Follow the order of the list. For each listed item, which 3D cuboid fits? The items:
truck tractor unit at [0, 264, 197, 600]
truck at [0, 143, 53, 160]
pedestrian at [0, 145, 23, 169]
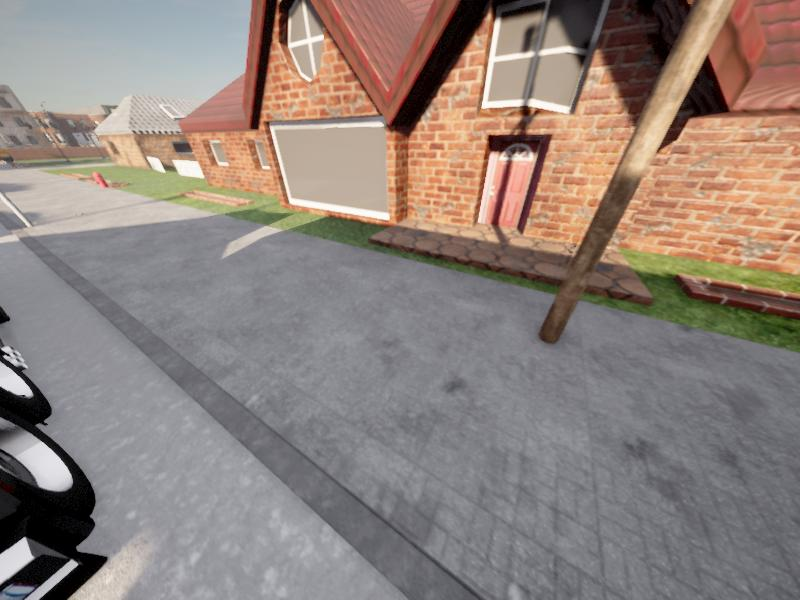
[{"bbox_3d":[-5.117,-0.291,0.790,6.516,4.208,3.053,18,39,24],"label":"truck tractor unit"},{"bbox_3d":[-64.502,-25.077,38.912,2.390,2.098,6.274,18,39,24],"label":"truck"},{"bbox_3d":[-36.284,-13.168,21.257,0.751,1.860,0.751,14,37,19],"label":"pedestrian"}]
